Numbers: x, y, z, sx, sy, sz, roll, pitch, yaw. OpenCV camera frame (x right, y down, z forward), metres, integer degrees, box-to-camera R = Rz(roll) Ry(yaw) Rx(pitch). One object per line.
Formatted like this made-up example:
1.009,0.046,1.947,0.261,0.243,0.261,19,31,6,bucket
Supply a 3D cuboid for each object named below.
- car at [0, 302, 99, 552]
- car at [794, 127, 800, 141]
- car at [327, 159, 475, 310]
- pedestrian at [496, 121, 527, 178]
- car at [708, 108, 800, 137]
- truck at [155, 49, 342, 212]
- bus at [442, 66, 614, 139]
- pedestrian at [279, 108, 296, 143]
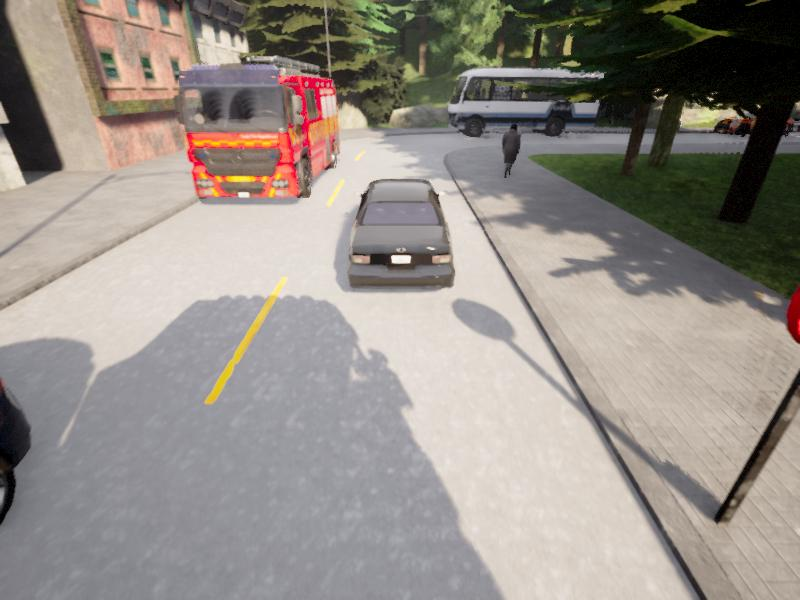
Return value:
-4.001,1.791,1.404,2.163,1.488,4.792,0,28,0,car
28.755,-10.906,25.539,4.892,1.490,1.837,0,28,0,car
0.002,-1.722,8.183,2.033,1.411,5.357,0,28,0,car
4.026,-5.469,14.537,0.751,1.860,0.751,11,30,20,pedestrian
25.665,-12.893,28.997,4.553,1.767,2.097,0,28,0,car
-4.176,-6.107,13.917,2.891,3.827,8.468,0,28,1,truck
8.459,-13.786,28.081,10.273,4.253,3.944,-1,27,-3,bus
-6.773,-10.529,24.180,0.751,1.860,0.751,-6,28,-12,pedestrian
